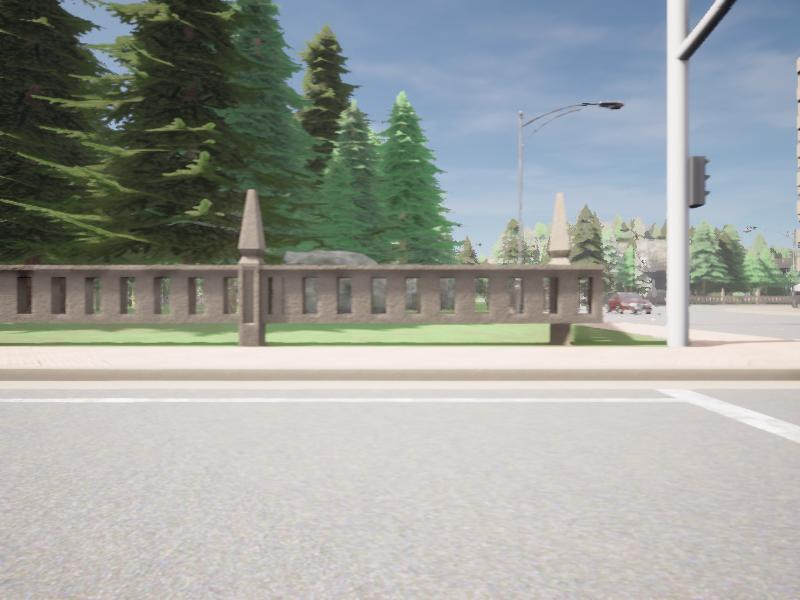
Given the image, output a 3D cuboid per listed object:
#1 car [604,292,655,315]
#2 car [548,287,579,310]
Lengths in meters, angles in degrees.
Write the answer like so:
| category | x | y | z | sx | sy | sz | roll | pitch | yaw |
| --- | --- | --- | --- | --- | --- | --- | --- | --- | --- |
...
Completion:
| category | x | y | z | sx | sy | sz | roll | pitch | yaw |
| --- | --- | --- | --- | --- | --- | --- | --- | --- | --- |
| car | 15.235 | 0.215 | 26.856 | 1.812 | 1.442 | 4.674 | 0 | 0 | 14 |
| car | 15.750 | -0.084 | 38.317 | 2.150 | 2.045 | 5.566 | 0 | 0 | 29 |
